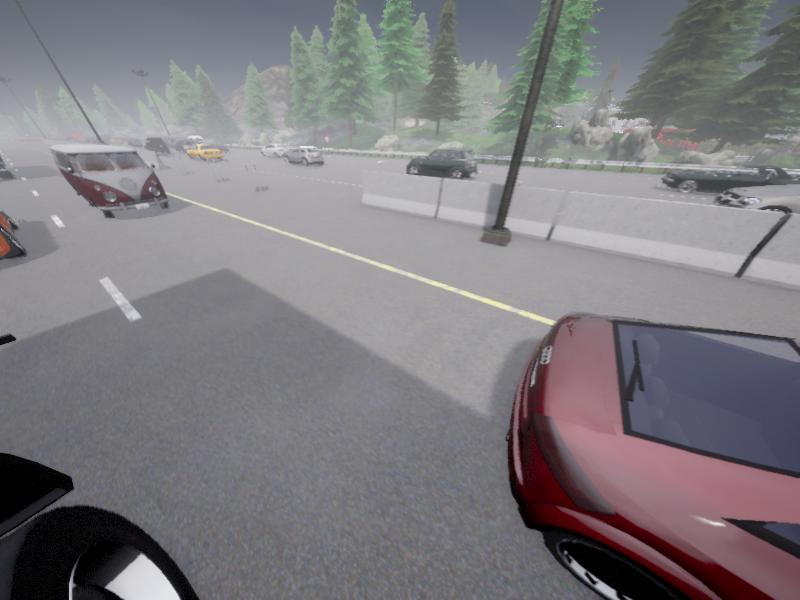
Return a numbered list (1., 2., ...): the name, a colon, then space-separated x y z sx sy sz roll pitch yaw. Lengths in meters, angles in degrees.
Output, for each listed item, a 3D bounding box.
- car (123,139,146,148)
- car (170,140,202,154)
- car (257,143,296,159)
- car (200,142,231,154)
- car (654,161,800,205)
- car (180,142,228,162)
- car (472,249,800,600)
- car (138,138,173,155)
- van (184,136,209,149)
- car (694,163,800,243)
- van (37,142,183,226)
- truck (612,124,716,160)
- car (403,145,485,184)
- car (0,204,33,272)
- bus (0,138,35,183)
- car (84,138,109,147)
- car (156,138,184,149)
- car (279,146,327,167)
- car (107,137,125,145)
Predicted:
1. car: -52.519 -31.007 45.768 3.633 1.501 1.845 22 41 27
2. car: -31.623 -22.611 34.111 3.988 1.617 1.851 22 41 27
3. car: -15.284 -18.392 28.483 4.674 1.442 1.812 22 41 27
4. car: -28.861 -23.819 36.124 4.718 1.301 1.895 22 41 27
5. car: 15.913 -5.718 11.063 4.718 1.301 1.895 22 41 27
6. car: -21.048 -15.869 24.723 5.366 1.575 1.801 22 41 28
7. car: 2.819 1.231 1.007 4.181 1.385 1.994 22 40 27
8. car: -33.319 -20.956 31.502 3.866 1.878 1.905 22 41 27
9. van: -41.066 -31.747 46.548 4.480 2.038 2.069 25 42 30
10. car: 12.230 -2.433 6.086 5.027 1.651 2.152 22 41 27
11. van: -9.952 -4.187 7.975 4.442 1.987 1.775 22 41 27
12. truck: 36.177 -22.192 32.423 8.468 3.827 2.891 22 41 28
13. car: 2.674 -8.821 14.860 4.553 1.767 2.097 22 41 27
14. car: -10.116 -1.718 4.650 4.553 1.767 2.097 22 41 27
15. bus: -26.553 -9.448 13.260 10.273 4.253 3.944 22 40 28
16. car: -64.047 -33.199 48.709 4.974 1.542 2.038 22 41 27
17. car: -44.459 -30.258 44.721 4.611 1.667 2.242 22 41 27
18. car: -9.001 -13.410 21.484 3.806 1.475 1.970 22 41 27
19. car: -78.060 -43.711 63.451 5.366 1.575 1.801 22 41 27
